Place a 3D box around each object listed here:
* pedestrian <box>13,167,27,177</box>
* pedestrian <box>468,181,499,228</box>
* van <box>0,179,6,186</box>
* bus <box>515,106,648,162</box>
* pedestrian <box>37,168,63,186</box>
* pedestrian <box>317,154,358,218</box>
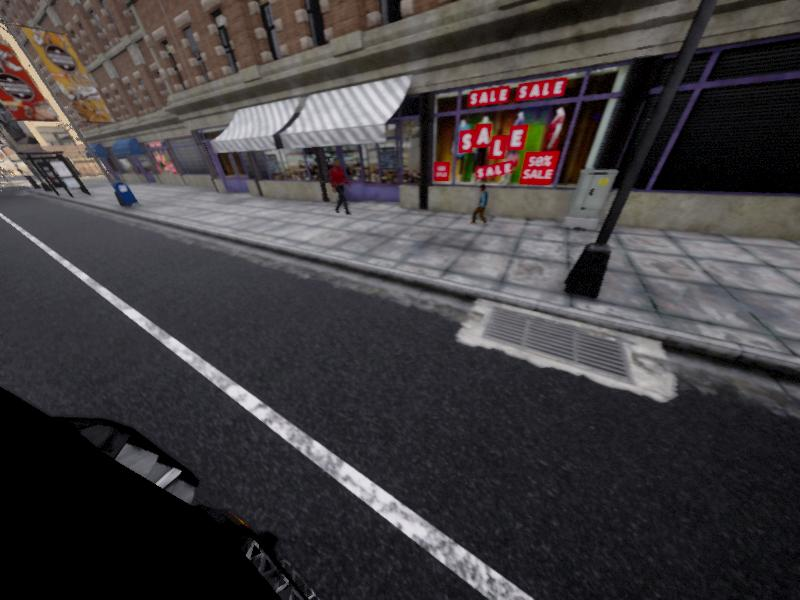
[{"bbox_3d":[-86.688,-29.236,52.745,0.751,1.860,0.751,15,38,25],"label":"pedestrian"},{"bbox_3d":[2.300,-2.648,6.427,0.500,1.100,0.500,24,42,34],"label":"pedestrian"},{"bbox_3d":[-56.644,-15.828,30.351,4.480,2.038,2.069,-8,34,-5],"label":"van"},{"bbox_3d":[19.155,-18.106,25.788,10.273,4.253,3.944,16,38,26],"label":"bus"},{"bbox_3d":[-42.531,-14.978,28.097,0.751,1.860,0.751,12,36,21],"label":"pedestrian"},{"bbox_3d":[-2.110,-3.926,8.011,0.751,1.860,0.751,17,39,27],"label":"pedestrian"}]
